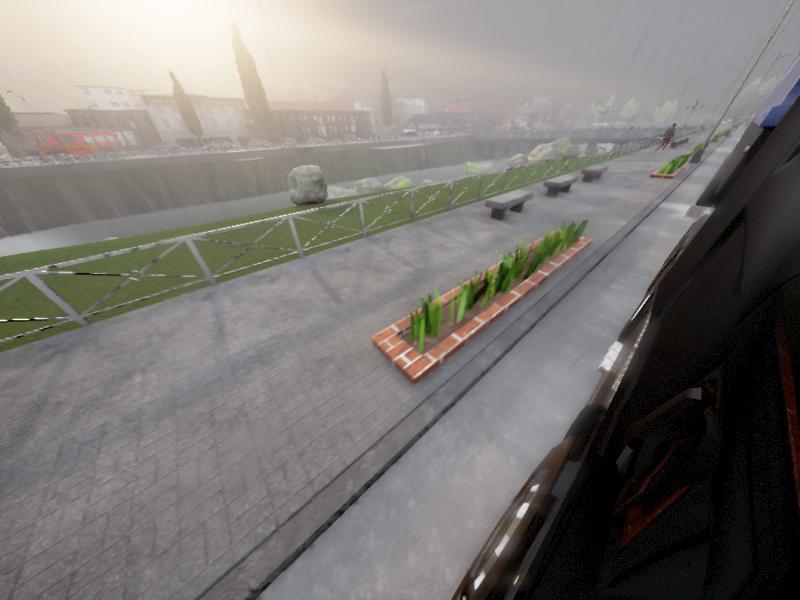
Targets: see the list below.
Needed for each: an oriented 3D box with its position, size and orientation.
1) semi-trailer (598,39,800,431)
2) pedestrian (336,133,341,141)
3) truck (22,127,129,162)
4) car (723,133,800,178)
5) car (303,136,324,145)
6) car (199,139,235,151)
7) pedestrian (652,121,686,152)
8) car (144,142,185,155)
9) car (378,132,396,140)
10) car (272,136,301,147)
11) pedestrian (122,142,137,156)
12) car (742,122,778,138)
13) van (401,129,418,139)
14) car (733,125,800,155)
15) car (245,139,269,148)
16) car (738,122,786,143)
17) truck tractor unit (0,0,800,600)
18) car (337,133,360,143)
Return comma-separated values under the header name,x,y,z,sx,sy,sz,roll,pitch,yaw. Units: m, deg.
name,x,y,z,sx,sy,sz,roll,pitch,yaw
semi-trailer,8.705,-3.571,4.264,14.254,4.402,2.717,-28,43,-30
pedestrian,-16.513,-43.785,62.014,0.751,1.860,0.751,-12,38,-13
truck,-48.922,-24.029,35.530,8.468,3.827,2.891,-28,43,-30
car,17.505,-6.936,10.925,4.181,1.385,1.994,-28,43,-30
car,-20.505,-37.972,54.890,3.806,1.475,1.970,-27,43,-30
car,-35.517,-30.157,44.976,5.027,1.651,2.152,-28,43,-30
pedestrian,20.299,-12.343,17.476,0.751,1.860,0.751,-13,38,-14
car,-41.626,-26.956,40.960,4.856,1.649,2.033,-28,43,-30
car,-3.557,-46.937,65.994,4.856,1.649,2.033,-28,43,-30
car,-25.304,-35.524,51.690,5.238,1.638,1.930,-28,43,-30
pedestrian,-43.125,-24.052,36.868,0.751,1.860,0.751,30,47,36
car,43.727,-20.724,28.128,4.193,1.474,1.816,-28,43,-30
van,2.769,-47.314,65.838,4.480,2.038,2.069,-28,43,-30
car,26.185,-11.550,16.586,4.514,1.525,2.007,-28,43,-30
car,-30.042,-32.966,48.615,3.806,1.475,1.970,-28,43,-30
car,36.718,-17.070,23.508,4.514,1.525,2.007,-28,43,-30
truck tractor unit,2.645,-0.295,0.351,6.516,4.208,3.053,-28,44,-30
car,-13.229,-41.858,59.631,5.238,1.638,1.930,-28,44,-30
